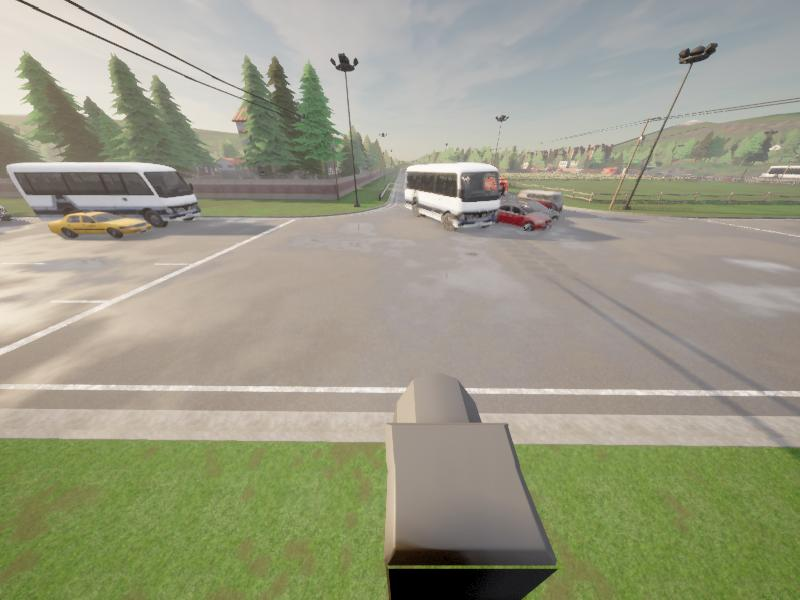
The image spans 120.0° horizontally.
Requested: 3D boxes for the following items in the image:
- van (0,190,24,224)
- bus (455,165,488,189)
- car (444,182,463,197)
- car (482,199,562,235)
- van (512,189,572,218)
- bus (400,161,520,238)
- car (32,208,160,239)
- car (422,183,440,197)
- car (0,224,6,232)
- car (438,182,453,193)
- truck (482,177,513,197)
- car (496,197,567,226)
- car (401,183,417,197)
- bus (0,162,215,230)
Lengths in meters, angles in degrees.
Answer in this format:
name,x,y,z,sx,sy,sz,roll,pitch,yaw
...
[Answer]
name,x,y,z,sx,sy,sz,roll,pitch,yaw
van,-35.328,-7.245,18.128,6.366,2.431,2.351,0,30,0
bus,15.505,-27.356,51.136,3.944,4.253,10.273,0,30,0
car,8.311,-17.424,36.294,1.905,1.878,3.866,0,30,0
car,8.971,-6.430,17.471,2.242,1.667,4.611,-20,36,-30
van,13.560,-9.491,22.460,1.775,1.987,4.442,-12,32,-19
bus,3.691,-8.604,18.658,3.944,4.253,10.273,-11,32,-17
car,-19.677,-5.050,15.172,5.366,1.575,1.801,0,30,1
car,4.803,-17.535,36.755,2.152,1.651,5.027,0,30,0
car,-30.714,-5.065,15.297,4.792,1.488,2.163,0,30,0
car,8.340,-20.849,42.579,1.882,1.535,5.008,0,30,0
truck,15.314,-17.992,36.694,2.627,2.467,5.204,0,30,0
car,11.163,-7.796,20.028,2.163,1.488,4.792,-15,33,-24
car,1.309,-17.328,36.347,2.242,1.667,4.611,0,30,0
bus,-21.503,-8.025,17.653,10.273,4.253,3.944,0,30,0
